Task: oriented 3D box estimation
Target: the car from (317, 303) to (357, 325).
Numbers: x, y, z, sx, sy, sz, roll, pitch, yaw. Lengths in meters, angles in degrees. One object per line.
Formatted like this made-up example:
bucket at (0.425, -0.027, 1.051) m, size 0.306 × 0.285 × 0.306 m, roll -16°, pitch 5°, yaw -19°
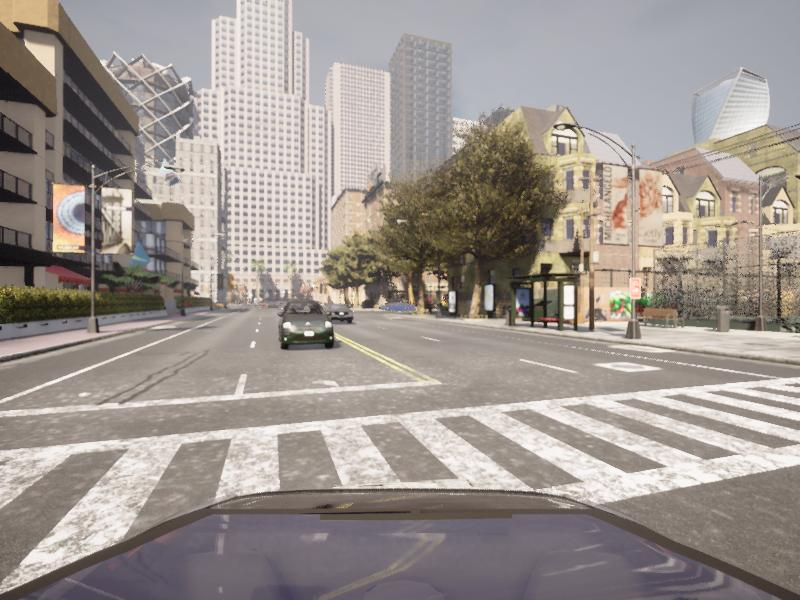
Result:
car at (-4.694, 0.967, 29.042) m, size 2.033 × 1.411 × 5.357 m, roll 0°, pitch 0°, yaw -19°

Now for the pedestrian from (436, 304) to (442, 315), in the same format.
pedestrian at (3.921, 0.969, 40.082) m, size 0.500 × 1.100 × 0.500 m, roll 0°, pitch 0°, yaw -17°

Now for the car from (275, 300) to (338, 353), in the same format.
car at (-3.510, 0.825, 14.530) m, size 1.851 × 1.617 × 3.988 m, roll 0°, pitch 0°, yaw -19°

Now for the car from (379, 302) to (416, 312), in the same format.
car at (-0.437, 1.046, 59.791) m, size 5.357 × 1.411 × 2.033 m, roll 0°, pitch 0°, yaw -7°

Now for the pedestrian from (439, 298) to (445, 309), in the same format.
pedestrian at (7.375, 0.667, 70.462) m, size 0.751 × 1.860 × 0.751 m, roll 0°, pitch 0°, yaw -20°

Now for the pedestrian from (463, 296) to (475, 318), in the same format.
pedestrian at (5.885, 0.575, 33.916) m, size 0.751 × 1.860 × 0.751 m, roll 0°, pitch 0°, yaw -16°
